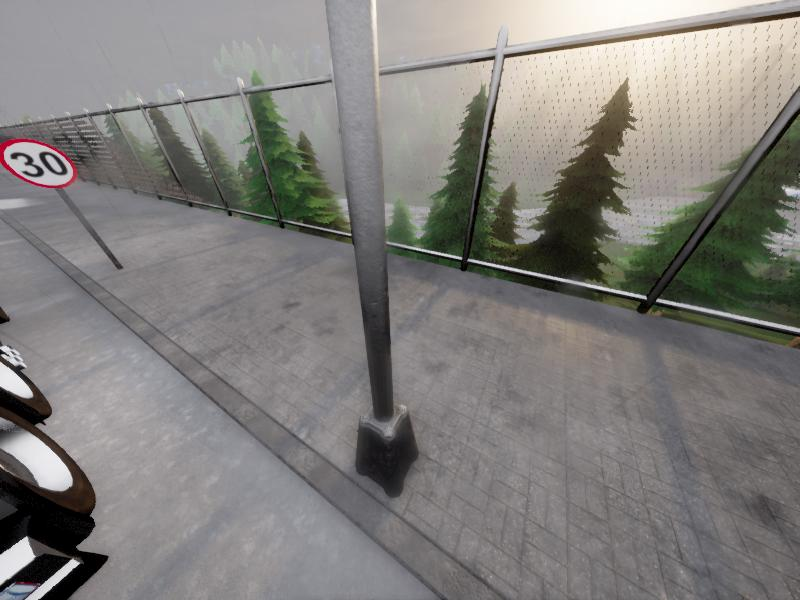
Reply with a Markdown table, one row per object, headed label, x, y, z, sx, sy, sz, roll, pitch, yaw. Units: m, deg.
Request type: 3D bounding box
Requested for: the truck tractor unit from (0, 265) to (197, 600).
| label | x | y | z | sx | sy | sz | roll | pitch | yaw |
| --- | --- | --- | --- | --- | --- | --- | --- | --- | --- |
| truck tractor unit | -5.113 | -0.299 | 0.778 | 6.516 | 4.208 | 3.053 | 18 | 39 | 24 |
